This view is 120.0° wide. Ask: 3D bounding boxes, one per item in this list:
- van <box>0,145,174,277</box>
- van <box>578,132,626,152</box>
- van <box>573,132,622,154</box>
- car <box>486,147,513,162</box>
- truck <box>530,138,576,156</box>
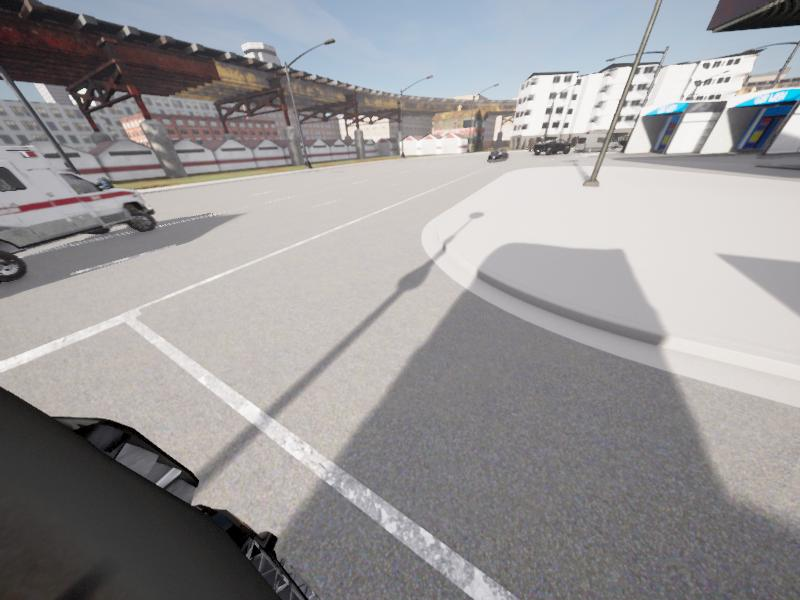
[{"bbox_3d":[-9.990,-2.107,5.692,2.351,2.431,6.366,-12,33,4],"label":"van"},{"bbox_3d":[35.792,-27.998,41.051,5.915,2.561,1.988,-4,33,-1],"label":"van"},{"bbox_3d":[32.253,-25.757,37.945,5.915,2.561,1.988,-7,34,-7],"label":"van"},{"bbox_3d":[13.179,-19.278,30.565,1.845,1.501,3.633,24,42,34],"label":"car"},{"bbox_3d":[24.142,-24.148,36.543,6.274,2.098,2.390,-17,36,-20],"label":"truck"}]
